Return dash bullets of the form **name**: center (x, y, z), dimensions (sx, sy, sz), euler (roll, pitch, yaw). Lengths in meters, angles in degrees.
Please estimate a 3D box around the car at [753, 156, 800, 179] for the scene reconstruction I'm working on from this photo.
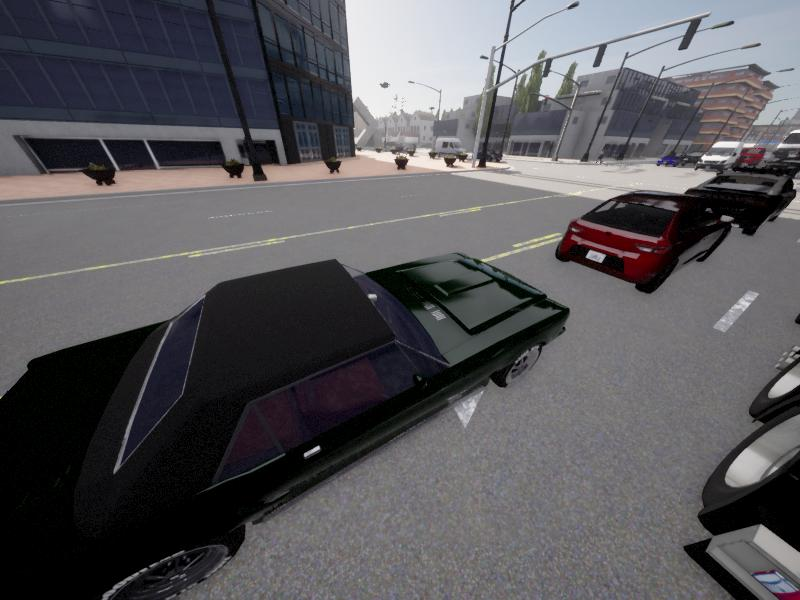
- **car**: center (33.965, -11.326, 19.693), dimensions (5.008, 1.535, 1.882), euler (-5, 35, -9)

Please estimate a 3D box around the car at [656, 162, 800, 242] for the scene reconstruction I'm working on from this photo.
- **car**: center (11.382, -3.491, 7.707), dimensions (5.238, 1.638, 1.930), euler (-18, 39, -24)

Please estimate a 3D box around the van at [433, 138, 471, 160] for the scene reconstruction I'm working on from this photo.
- **van**: center (7.763, -23.165, 35.289), dimensions (1.988, 2.561, 5.915), euler (-17, 38, -24)

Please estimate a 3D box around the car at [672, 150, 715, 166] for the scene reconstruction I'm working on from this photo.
- **car**: center (39.185, -18.957, 30.801), dimensions (5.238, 1.638, 1.930), euler (-17, 38, -24)

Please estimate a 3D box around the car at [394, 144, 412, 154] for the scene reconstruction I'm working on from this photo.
- **car**: center (0.562, -29.892, 45.769), dimensions (1.845, 1.501, 3.633), euler (-20, 40, -28)

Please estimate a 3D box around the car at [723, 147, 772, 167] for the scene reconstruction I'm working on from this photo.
- **car**: center (46.055, -18.979, 30.614), dimensions (5.566, 2.045, 2.150), euler (-18, 39, -24)

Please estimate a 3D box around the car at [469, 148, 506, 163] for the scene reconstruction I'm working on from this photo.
- **car**: center (11.384, -18.976, 30.232), dimensions (1.816, 1.474, 4.193), euler (-17, 38, -24)

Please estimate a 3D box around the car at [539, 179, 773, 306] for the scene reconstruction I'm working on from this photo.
- **car**: center (5.385, -1.535, 4.957), dimensions (4.193, 1.474, 1.816), euler (-18, 39, -24)

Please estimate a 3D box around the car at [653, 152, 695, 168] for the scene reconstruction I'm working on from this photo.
- **car**: center (33.188, -17.033, 28.025), dimensions (4.193, 1.474, 1.816), euler (-17, 38, -24)

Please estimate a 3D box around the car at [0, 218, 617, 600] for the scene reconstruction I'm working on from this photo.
- **car**: center (-0.485, 0.414, 2.264), dimensions (4.718, 1.301, 1.895), euler (-18, 39, -24)

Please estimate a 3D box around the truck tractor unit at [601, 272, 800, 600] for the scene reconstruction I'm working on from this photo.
- **truck tractor unit**: center (5.122, -0.289, 0.764), dimensions (6.516, 4.208, 3.053), euler (-18, 39, -24)

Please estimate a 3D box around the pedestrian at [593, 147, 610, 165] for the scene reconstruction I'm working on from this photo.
- **pedestrian**: center (24.362, -17.423, 27.972), dimensions (0.751, 1.860, 0.751), euler (15, 37, 19)

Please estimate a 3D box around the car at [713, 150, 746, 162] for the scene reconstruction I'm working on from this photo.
- **car**: center (53.693, -23.508, 37.625), dimensions (4.892, 1.490, 1.837), euler (-18, 39, -24)

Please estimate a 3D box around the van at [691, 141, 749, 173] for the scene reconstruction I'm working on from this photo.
- **van**: center (33.528, -15.040, 24.204), dimensions (5.915, 2.561, 1.988), euler (-20, 40, -28)

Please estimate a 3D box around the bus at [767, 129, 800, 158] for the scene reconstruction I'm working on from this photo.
- **bus**: center (74.645, -29.115, 43.080), dimensions (10.273, 4.253, 3.944), euler (-17, 39, -24)
